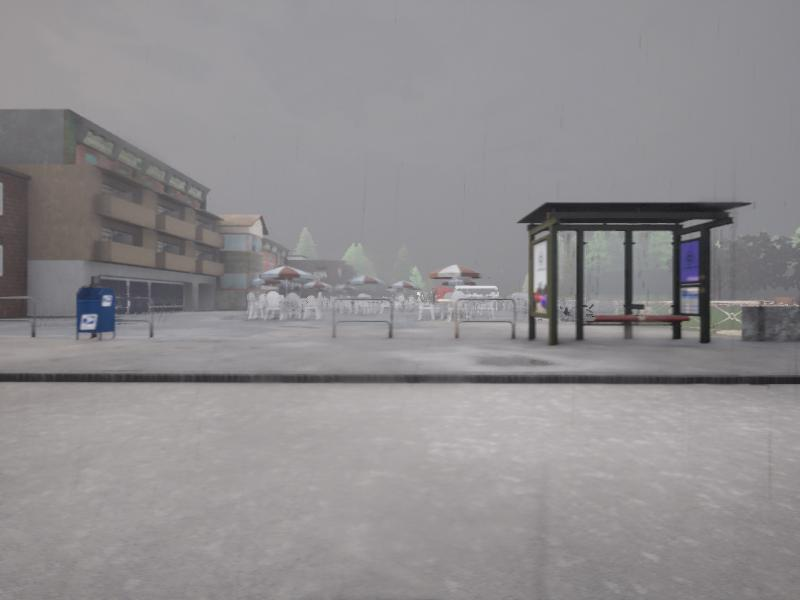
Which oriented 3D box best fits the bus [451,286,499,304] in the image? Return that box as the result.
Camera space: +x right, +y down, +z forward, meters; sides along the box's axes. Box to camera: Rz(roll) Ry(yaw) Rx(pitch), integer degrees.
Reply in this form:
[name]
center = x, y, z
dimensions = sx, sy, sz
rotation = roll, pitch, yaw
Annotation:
[bus]
center = 17.279, -1.117, 92.858
dimensions = 10.273, 4.253, 3.944
rotation = 0, 0, 0
